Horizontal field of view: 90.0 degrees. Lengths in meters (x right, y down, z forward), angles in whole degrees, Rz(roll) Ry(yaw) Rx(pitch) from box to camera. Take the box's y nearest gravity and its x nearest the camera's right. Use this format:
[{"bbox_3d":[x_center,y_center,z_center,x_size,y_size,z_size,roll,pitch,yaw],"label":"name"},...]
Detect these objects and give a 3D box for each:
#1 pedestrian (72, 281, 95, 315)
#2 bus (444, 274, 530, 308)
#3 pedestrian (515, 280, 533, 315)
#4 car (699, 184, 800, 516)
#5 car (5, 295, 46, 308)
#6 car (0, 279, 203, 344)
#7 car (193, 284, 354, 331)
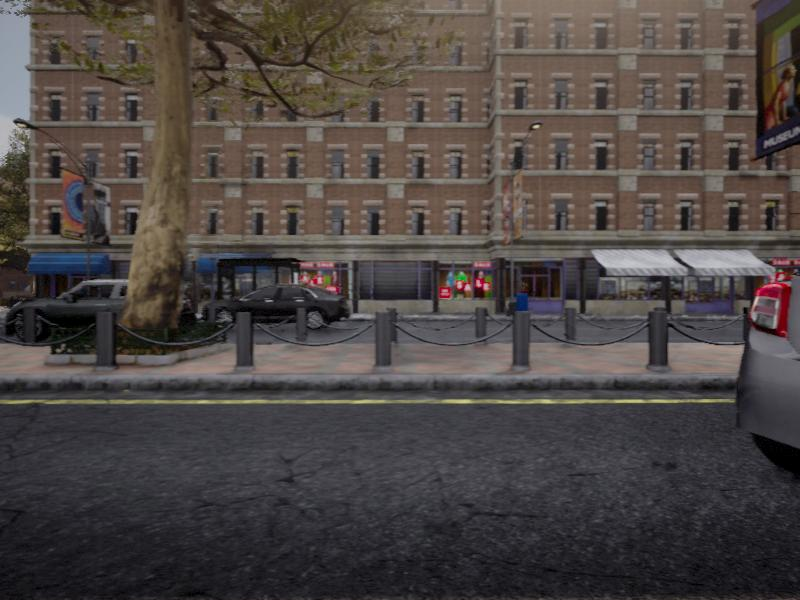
[{"bbox_3d":[-17.942,-0.112,22.659,0.751,1.860,0.751,0,0,-9],"label":"pedestrian"},{"bbox_3d":[11.081,-1.137,51.887,10.273,4.253,3.944,0,0,0],"label":"bus"},{"bbox_3d":[6.729,-0.117,21.782,0.751,1.860,0.751,0,0,0],"label":"pedestrian"},{"bbox_3d":[3.659,0.226,1.634,3.633,1.501,1.845,0,0,-7],"label":"car"},{"bbox_3d":[-47.880,0.234,51.168,3.988,1.617,1.851,0,0,12],"label":"car"},{"bbox_3d":[-7.381,0.255,10.119,3.806,1.475,1.970,0,0,0],"label":"car"},{"bbox_3d":[-4.124,0.245,13.631,4.892,1.490,1.837,0,0,0],"label":"car"}]
